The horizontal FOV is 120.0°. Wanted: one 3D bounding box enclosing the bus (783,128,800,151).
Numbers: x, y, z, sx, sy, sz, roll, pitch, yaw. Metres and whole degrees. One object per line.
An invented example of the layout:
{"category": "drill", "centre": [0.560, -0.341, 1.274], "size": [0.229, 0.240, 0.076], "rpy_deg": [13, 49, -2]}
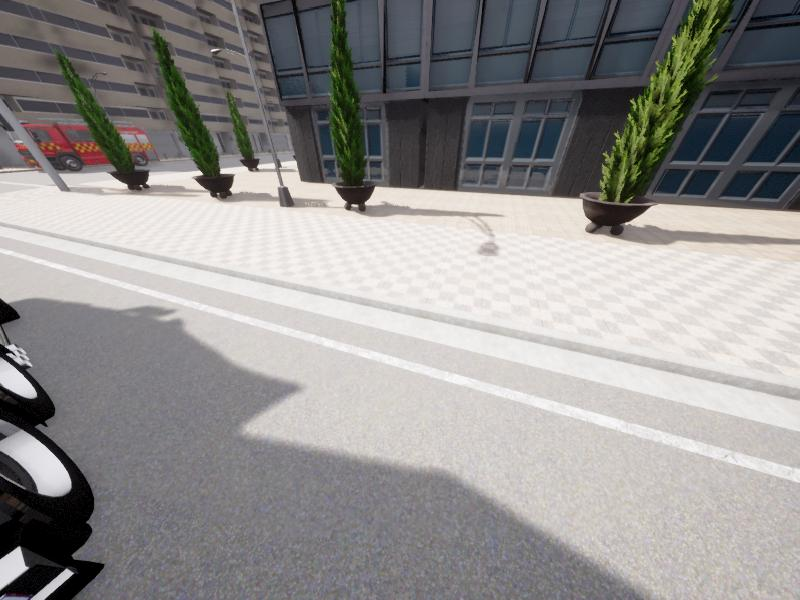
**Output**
{"category": "bus", "centre": [86.646, -31.946, 45.614], "size": [10.273, 4.253, 3.944], "rpy_deg": [12, 37, 16]}

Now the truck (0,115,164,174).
{"category": "truck", "centre": [-29.166, -14.670, 21.858], "size": [2.891, 3.827, 8.468], "rpy_deg": [11, 36, 16]}

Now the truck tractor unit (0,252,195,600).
{"category": "truck tractor unit", "centre": [-5.091, -0.320, 0.809], "size": [6.516, 4.208, 3.053], "rpy_deg": [19, 39, 25]}
